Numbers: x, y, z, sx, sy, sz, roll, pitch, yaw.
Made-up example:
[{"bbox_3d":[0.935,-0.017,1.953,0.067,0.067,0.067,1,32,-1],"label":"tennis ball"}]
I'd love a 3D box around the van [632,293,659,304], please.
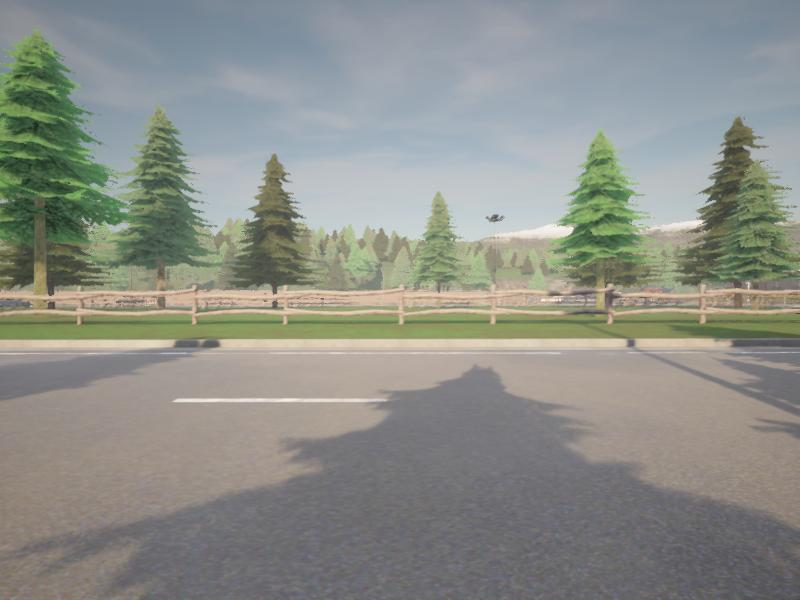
[{"bbox_3d":[55.307,-0.373,90.312,2.351,2.431,6.366,0,0,1],"label":"van"}]

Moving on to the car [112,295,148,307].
[{"bbox_3d":[-45.222,0.173,67.065,4.605,1.855,1.932,0,0,0],"label":"car"}]

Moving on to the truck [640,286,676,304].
[{"bbox_3d":[58.818,-1.080,91.352,2.891,3.827,8.468,0,0,1],"label":"truck"}]
